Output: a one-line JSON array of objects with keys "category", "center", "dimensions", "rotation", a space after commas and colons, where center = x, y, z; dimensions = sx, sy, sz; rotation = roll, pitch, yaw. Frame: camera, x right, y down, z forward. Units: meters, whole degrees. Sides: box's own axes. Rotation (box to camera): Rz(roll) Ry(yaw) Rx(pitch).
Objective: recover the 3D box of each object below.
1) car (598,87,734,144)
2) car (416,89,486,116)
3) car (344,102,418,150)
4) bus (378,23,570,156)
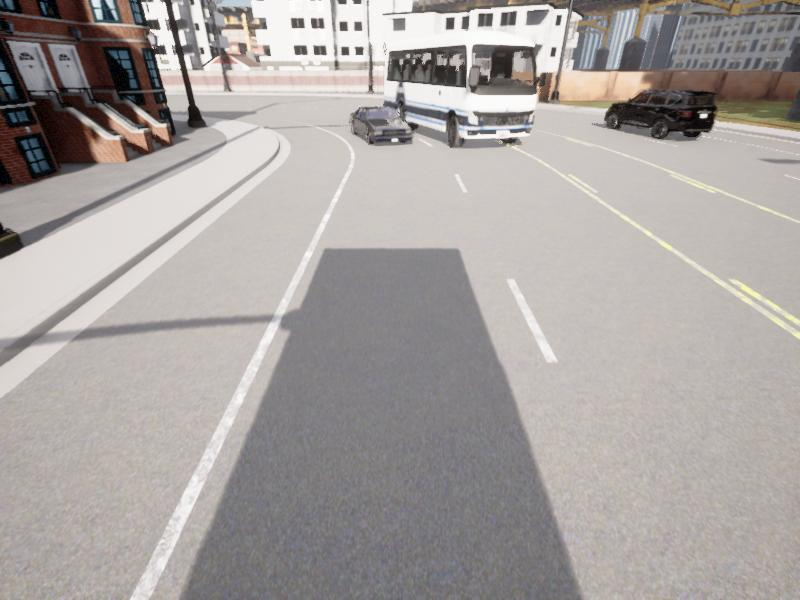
[{"category": "car", "center": [12.900, -9.420, 20.068], "dimensions": [2.150, 2.045, 5.566], "rotation": [-6, 31, -11]}, {"category": "car", "center": [3.726, -14.989, 30.225], "dimensions": [2.033, 1.411, 5.357], "rotation": [-21, 36, -31]}, {"category": "car", "center": [-1.066, -8.378, 18.928], "dimensions": [2.033, 1.411, 5.357], "rotation": [-10, 32, -16]}, {"category": "bus", "center": [2.487, -10.201, 19.219], "dimensions": [3.944, 4.253, 10.273], "rotation": [-10, 32, -19]}]
